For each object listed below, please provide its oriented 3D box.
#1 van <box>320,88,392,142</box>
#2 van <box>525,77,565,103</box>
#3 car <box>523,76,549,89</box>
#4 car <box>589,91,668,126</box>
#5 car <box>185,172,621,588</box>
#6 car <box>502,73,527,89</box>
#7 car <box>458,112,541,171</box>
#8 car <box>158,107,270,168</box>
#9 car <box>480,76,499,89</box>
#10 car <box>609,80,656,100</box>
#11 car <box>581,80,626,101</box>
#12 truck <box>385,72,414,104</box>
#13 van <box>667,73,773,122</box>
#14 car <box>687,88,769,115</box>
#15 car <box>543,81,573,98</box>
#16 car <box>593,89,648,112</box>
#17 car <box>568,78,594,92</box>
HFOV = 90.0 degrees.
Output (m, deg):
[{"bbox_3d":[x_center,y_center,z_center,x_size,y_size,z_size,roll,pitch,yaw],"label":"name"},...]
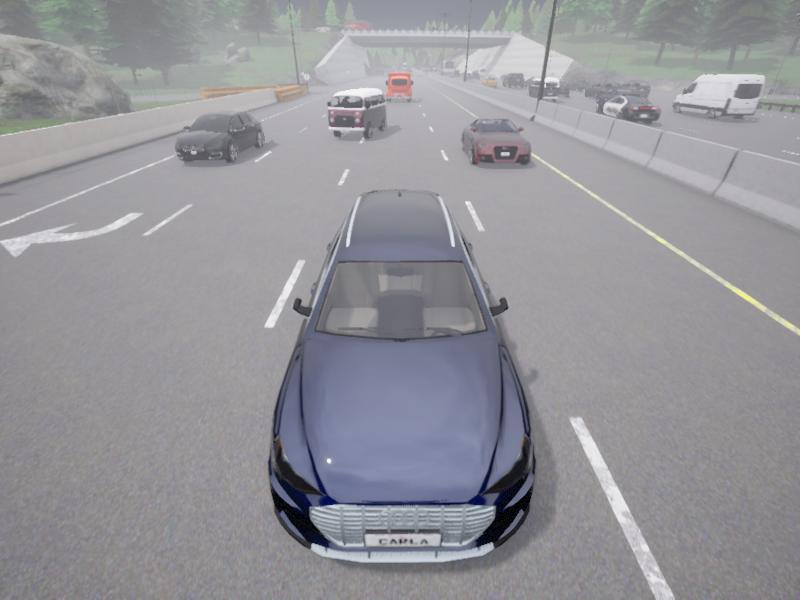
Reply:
[{"bbox_3d":[-1.967,-9.225,19.717,2.069,2.038,4.480,7,30,12],"label":"van"},{"bbox_3d":[13.960,-20.476,38.908,2.069,2.038,4.480,0,30,0],"label":"van"},{"bbox_3d":[20.940,-33.656,61.814,2.152,1.651,5.027,0,30,0],"label":"car"},{"bbox_3d":[13.974,-11.968,24.898,2.038,1.542,4.974,0,30,0],"label":"car"},{"bbox_3d":[0.004,-0.004,4.378,2.033,1.649,4.856,0,30,0],"label":"car"},{"bbox_3d":[17.441,-33.683,61.439,2.150,2.045,5.566,0,30,0],"label":"car"},{"bbox_3d":[3.482,-5.992,14.853,1.994,1.385,4.181,0,30,0],"label":"car"},{"bbox_3d":[-6.821,-6.385,15.399,1.837,1.490,4.892,1,30,2],"label":"car"},{"bbox_3d":[13.939,-34.175,62.739,1.801,1.575,5.366,0,30,0],"label":"car"},{"bbox_3d":[24.457,-22.261,42.311,2.242,1.667,4.611,0,30,0],"label":"car"},{"bbox_3d":[20.960,-21.742,41.435,2.242,1.667,4.611,0,30,0],"label":"car"},{"bbox_3d":[-0.038,-20.368,38.296,2.627,2.467,5.204,0,30,0],"label":"truck"},{"bbox_3d":[20.977,-13.641,26.755,1.988,2.561,5.915,0,30,0],"label":"van"},{"bbox_3d":[24.469,-15.050,30.175,2.128,1.511,4.902,0,30,0],"label":"car"},{"bbox_3d":[17.456,-23.388,44.361,1.789,1.549,3.705,0,31,0],"label":"car"},{"bbox_3d":[17.469,-16.010,31.952,1.994,1.385,4.181,0,30,0],"label":"car"},{"bbox_3d":[24.448,-29.101,54.131,1.845,1.501,3.633,0,30,0],"label":"car"}]
